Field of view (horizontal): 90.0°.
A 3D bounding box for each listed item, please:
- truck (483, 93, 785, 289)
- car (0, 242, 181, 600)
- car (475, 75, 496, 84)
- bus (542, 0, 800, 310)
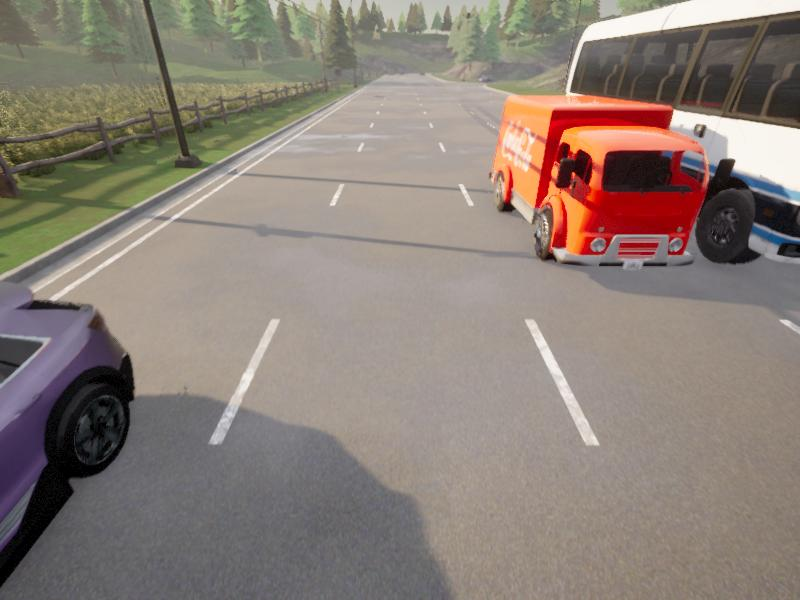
[{"bbox_3d":[3.542,-2.554,7.911,2.627,2.467,5.204,0,30,0],"label":"truck"},{"bbox_3d":[-3.471,1.411,1.971,2.033,1.649,4.856,0,30,0],"label":"car"},{"bbox_3d":[16.988,-43.891,79.551,2.128,1.511,4.902,18,35,28],"label":"car"},{"bbox_3d":[7.166,-4.285,9.105,3.944,4.253,10.273,0,30,0],"label":"bus"}]
